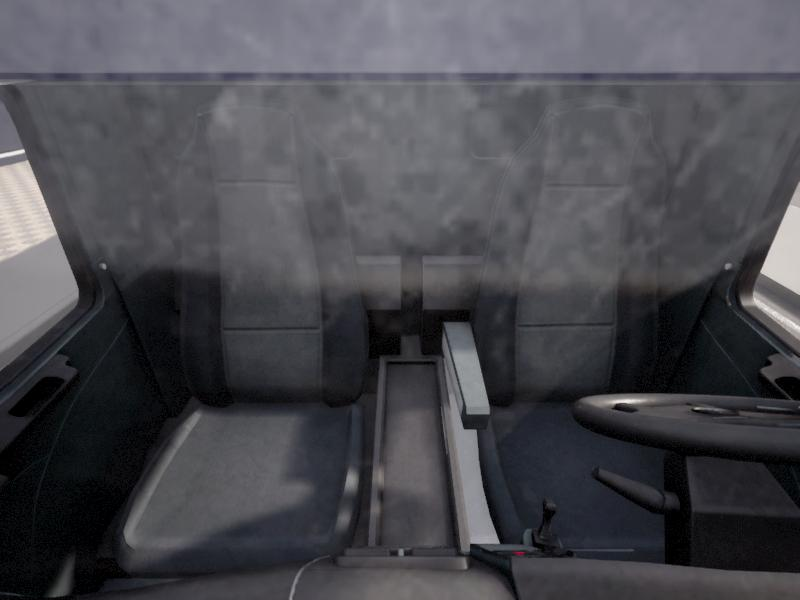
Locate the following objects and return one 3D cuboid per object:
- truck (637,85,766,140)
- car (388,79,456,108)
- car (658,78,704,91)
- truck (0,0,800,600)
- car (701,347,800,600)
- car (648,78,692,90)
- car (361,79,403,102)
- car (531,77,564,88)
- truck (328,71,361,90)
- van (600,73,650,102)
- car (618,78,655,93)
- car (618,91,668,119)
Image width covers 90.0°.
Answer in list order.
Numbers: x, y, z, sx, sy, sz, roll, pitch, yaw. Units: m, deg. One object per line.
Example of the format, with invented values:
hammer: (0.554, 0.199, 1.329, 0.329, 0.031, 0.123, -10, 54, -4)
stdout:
truck: (15.478, -10.101, 21.242, 2.390, 2.098, 6.274, 2, 30, 4)
car: (1.911, -18.295, 35.343, 5.566, 2.045, 2.150, 12, 33, 20)
car: (41.100, -31.578, 58.601, 4.974, 1.542, 2.038, 1, 30, 2)
truck: (0.056, -1.121, 4.158, 2.891, 3.827, 8.468, 0, 30, 0)
car: (3.560, 1.979, 1.271, 1.994, 1.385, 4.181, 0, 30, 0)
car: (41.461, -33.311, 61.572, 4.974, 1.542, 2.038, 1, 30, 2)
car: (-1.832, -21.309, 40.664, 3.866, 1.878, 1.905, 23, 38, 34)
car: (24.291, -35.865, 66.039, 1.812, 1.442, 4.674, -24, 38, -35)
truck: (-8.317, -33.498, 60.977, 2.627, 2.467, 5.204, 12, 32, 19)
van: (23.866, -22.588, 42.313, 2.351, 2.431, 6.366, 25, 39, 36)
car: (32.932, -30.059, 55.893, 1.930, 1.638, 5.238, 0, 30, 0)
car: (17.137, -13.942, 28.445, 1.816, 1.474, 4.193, 8, 31, 13)
